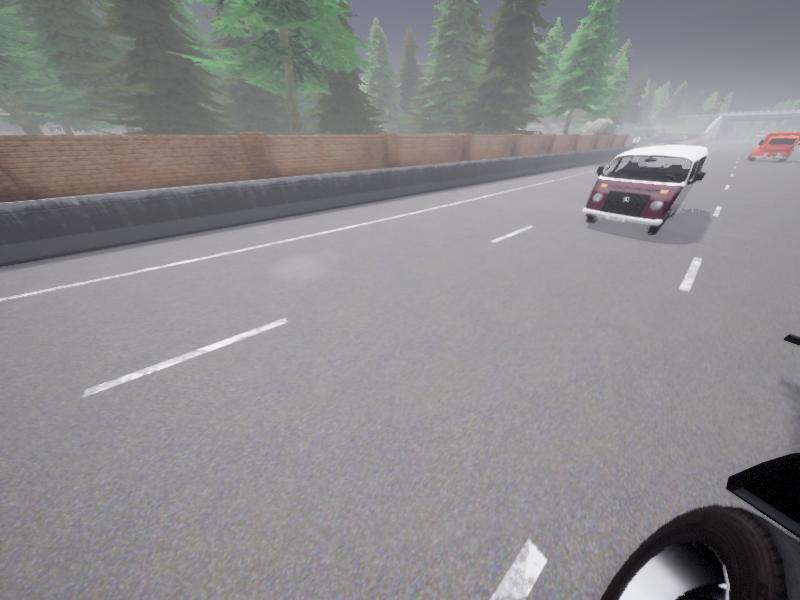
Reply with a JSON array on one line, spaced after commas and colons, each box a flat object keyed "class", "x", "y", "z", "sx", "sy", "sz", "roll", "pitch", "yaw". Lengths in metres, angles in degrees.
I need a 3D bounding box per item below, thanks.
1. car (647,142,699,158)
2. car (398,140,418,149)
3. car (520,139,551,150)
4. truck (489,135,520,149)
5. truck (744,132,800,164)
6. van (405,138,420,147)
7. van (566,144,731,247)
[{"class": "car", "x": 35.463, "y": -19.650, "z": 30.215, "sx": 2.038, "sy": 1.542, "sz": 4.974, "roll": 8, "pitch": 36, "yaw": 14}, {"class": "car", "x": 2.038, "y": -38.543, "z": 57.212, "sx": 4.605, "sy": 1.855, "sz": 1.932, "roll": -25, "pitch": 42, "yaw": -31}, {"class": "car", "x": 27.667, "y": -31.874, "z": 47.320, "sx": 2.033, "sy": 1.649, "sz": 4.856, "roll": -25, "pitch": 42, "yaw": -30}, {"class": "truck", "x": 23.292, "y": -35.339, "z": 51.583, "sx": 2.627, "sy": 2.467, "sz": 5.204, "roll": -25, "pitch": 42, "yaw": -30}, {"class": "truck", "x": 37.507, "y": -15.245, "z": 23.089, "sx": 5.204, "sy": 2.467, "sz": 2.627, "roll": -25, "pitch": 42, "yaw": -31}, {"class": "van", "x": 3.559, "y": -45.989, "z": 67.438, "sx": 1.775, "sy": 1.987, "sz": 4.442, "roll": -25, "pitch": 42, "yaw": -31}, {"class": "van", "x": 7.460, "y": -3.432, "z": 6.968, "sx": 4.480, "sy": 2.038, "sz": 2.069, "roll": -25, "pitch": 42, "yaw": -31}]
